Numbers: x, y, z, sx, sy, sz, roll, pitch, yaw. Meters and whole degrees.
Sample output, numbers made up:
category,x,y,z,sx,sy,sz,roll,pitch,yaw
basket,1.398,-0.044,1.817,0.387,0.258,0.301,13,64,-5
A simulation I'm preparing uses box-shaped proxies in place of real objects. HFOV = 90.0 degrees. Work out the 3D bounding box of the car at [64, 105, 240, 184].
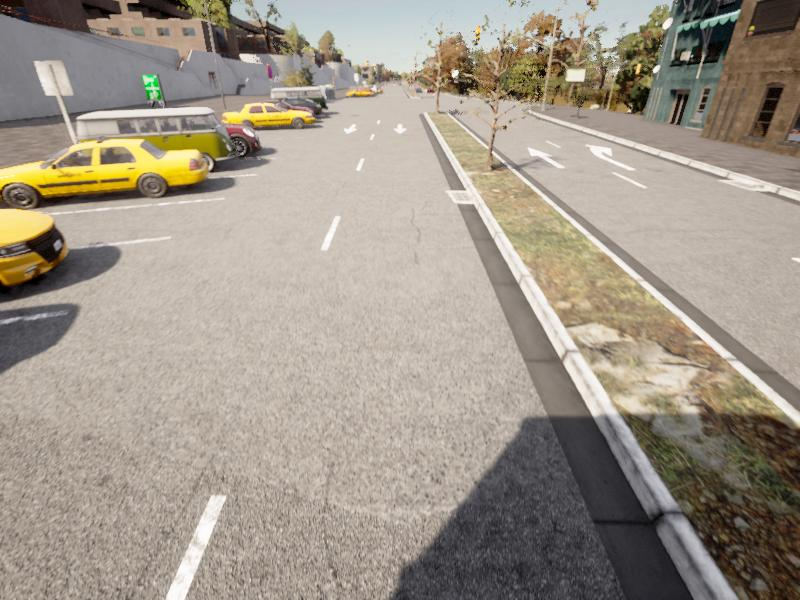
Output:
category,x,y,z,sx,sy,sz,roll,pitch,yaw
car,-7.958,-5.346,13.503,4.442,1.987,1.878,-11,31,-17

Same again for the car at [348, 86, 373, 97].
category,x,y,z,sx,sy,sz,roll,pitch,yaw
car,-7.937,-41.841,80.294,4.442,1.987,1.878,-10,30,-17

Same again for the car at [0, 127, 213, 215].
category,x,y,z,sx,sy,sz,roll,pitch,yaw
car,-8.235,-3.619,10.930,5.366,1.575,1.946,-11,31,-17

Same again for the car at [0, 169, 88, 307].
category,x,y,z,sx,sy,sz,roll,pitch,yaw
car,-8.069,-0.700,5.818,5.008,1.535,2.097,-11,31,-17

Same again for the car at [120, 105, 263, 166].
category,x,y,z,sx,sy,sz,roll,pitch,yaw
car,-8.093,-6.705,16.096,4.553,1.767,2.185,-11,31,-17

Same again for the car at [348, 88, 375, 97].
category,x,y,z,sx,sy,sz,roll,pitch,yaw
car,-8.215,-44.421,85.557,5.366,1.575,1.946,-10,30,-17

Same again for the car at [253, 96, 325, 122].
category,x,y,z,sx,sy,sz,roll,pitch,yaw
car,-8.053,-13.937,29.121,4.674,1.452,2.002,-11,31,-17

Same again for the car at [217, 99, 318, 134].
category,x,y,z,sx,sy,sz,roll,pitch,yaw
car,-7.886,-11.062,23.984,5.366,1.575,1.946,-11,31,-17

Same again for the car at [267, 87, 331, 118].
category,x,y,z,sx,sy,sz,roll,pitch,yaw
car,-7.951,-15.667,31.617,4.442,1.987,1.878,-11,31,-17

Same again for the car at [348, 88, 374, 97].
category,x,y,z,sx,sy,sz,roll,pitch,yaw
car,-8.068,-43.004,82.992,4.792,1.488,2.163,-10,30,-17

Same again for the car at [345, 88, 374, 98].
category,x,y,z,sx,sy,sz,roll,pitch,yaw
car,-7.871,-40.242,77.795,5.366,1.575,1.946,-10,30,-17

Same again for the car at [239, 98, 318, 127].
category,x,y,z,sx,sy,sz,roll,pitch,yaw
car,-8.061,-12.465,26.538,4.674,1.452,2.002,-11,31,-17
